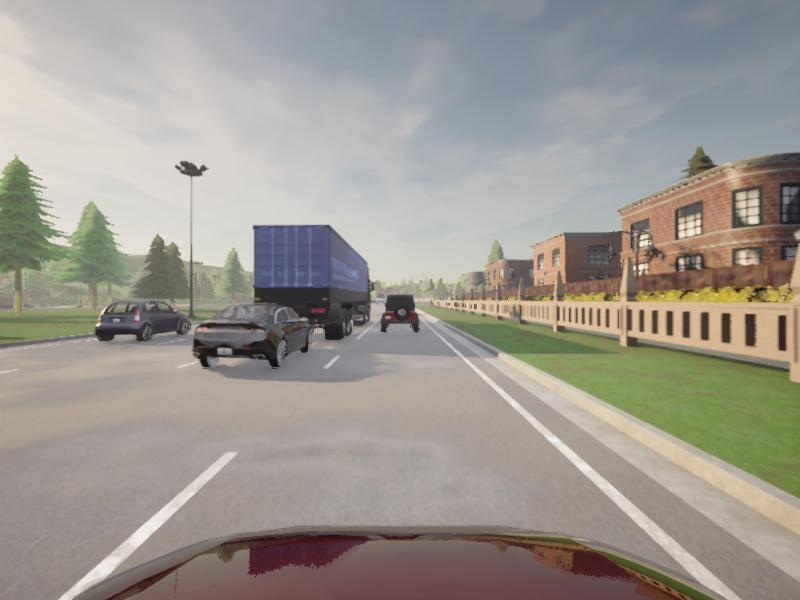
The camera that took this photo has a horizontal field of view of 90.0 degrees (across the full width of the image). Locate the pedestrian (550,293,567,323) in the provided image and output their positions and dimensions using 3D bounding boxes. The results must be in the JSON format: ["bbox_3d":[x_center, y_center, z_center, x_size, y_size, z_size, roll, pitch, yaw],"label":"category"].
[{"bbox_3d":[9.892,0.495,24.942,0.751,1.860,0.751,0,0,0],"label":"pedestrian"}]

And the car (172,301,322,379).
[{"bbox_3d":[-3.663,0.848,10.771,2.128,1.511,4.902,2,0,0],"label":"car"}]

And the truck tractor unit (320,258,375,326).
[{"bbox_3d":[-3.470,-0.507,28.123,3.053,4.208,6.516,0,0,-1],"label":"truck tractor unit"}]

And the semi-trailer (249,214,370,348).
[{"bbox_3d":[-3.505,-0.609,20.211,2.717,4.402,14.254,0,0,1],"label":"semi-trailer"}]

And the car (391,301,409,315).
[{"bbox_3d":[0.011,0.871,44.859,1.970,1.475,3.806,0,0,0],"label":"car"}]

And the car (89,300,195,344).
[{"bbox_3d":[-10.493,0.795,16.689,1.851,1.617,3.988,0,0,0],"label":"car"}]

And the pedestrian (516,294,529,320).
[{"bbox_3d":[8.955,0.497,29.211,0.751,1.860,0.751,0,0,-1],"label":"pedestrian"}]

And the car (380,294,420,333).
[{"bbox_3d":[0.006,0.654,21.206,1.905,1.878,3.866,0,0,0],"label":"car"}]

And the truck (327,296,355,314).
[{"bbox_3d":[-6.989,0.561,48.105,2.390,2.098,6.274,0,0,0],"label":"truck"}]

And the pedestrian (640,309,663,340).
[{"bbox_3d":[9.174,0.871,14.588,0.500,1.100,0.500,0,0,-10],"label":"pedestrian"}]
